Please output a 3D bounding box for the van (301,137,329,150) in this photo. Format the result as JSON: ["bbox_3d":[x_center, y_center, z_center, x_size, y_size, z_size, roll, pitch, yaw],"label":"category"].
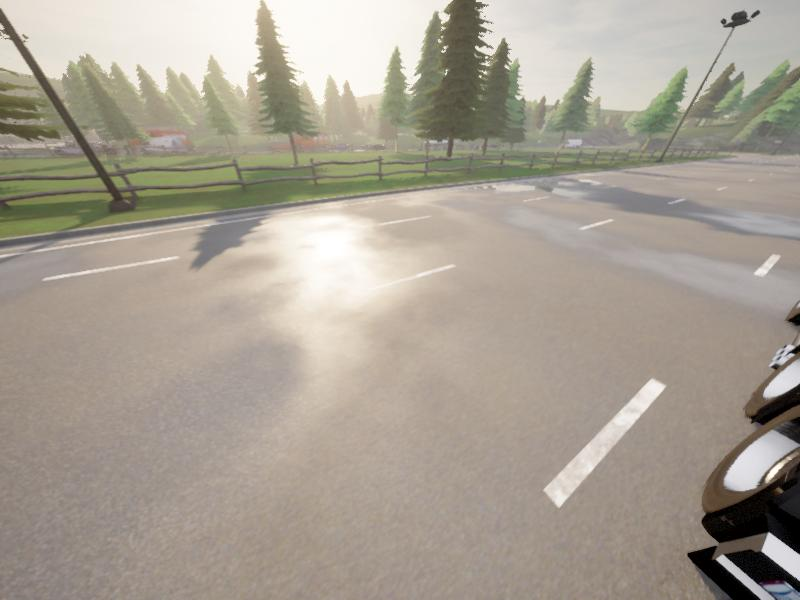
[{"bbox_3d":[-20.817,-38.415,56.834,5.915,2.561,1.988,-18,39,-24],"label":"van"}]

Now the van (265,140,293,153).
[{"bbox_3d":[-23.838,-30.272,45.615,4.442,1.987,1.775,-18,39,-25],"label":"van"}]

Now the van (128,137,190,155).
[{"bbox_3d":[-39.392,-25.414,38.088,6.366,2.431,2.351,-18,39,-24],"label":"van"}]

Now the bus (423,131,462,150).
[{"bbox_3d":[11.895,-45.015,65.167,10.273,4.253,3.944,-18,39,-24],"label":"bus"}]

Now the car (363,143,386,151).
[{"bbox_3d":[-5.901,-35.886,54.291,4.892,1.490,1.837,-18,39,-25],"label":"car"}]

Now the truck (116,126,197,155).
[{"bbox_3d":[-41.480,-27.619,40.012,8.468,3.827,2.891,-18,39,-24],"label":"truck"}]

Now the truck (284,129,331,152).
[{"bbox_3d":[-19.987,-34.584,50.240,8.468,3.827,2.891,-18,39,-24],"label":"truck"}]

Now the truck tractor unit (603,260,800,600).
[{"bbox_3d":[5.110,-0.300,0.797,6.516,4.208,3.053,-18,39,-25],"label":"truck tractor unit"}]

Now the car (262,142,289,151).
[{"bbox_3d":[-28.686,-35.456,53.370,4.974,1.542,2.038,-18,39,-24],"label":"car"}]

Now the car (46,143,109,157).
[{"bbox_3d":[-47.705,-22.389,34.361,4.856,1.649,2.033,-18,39,-24],"label":"car"}]
